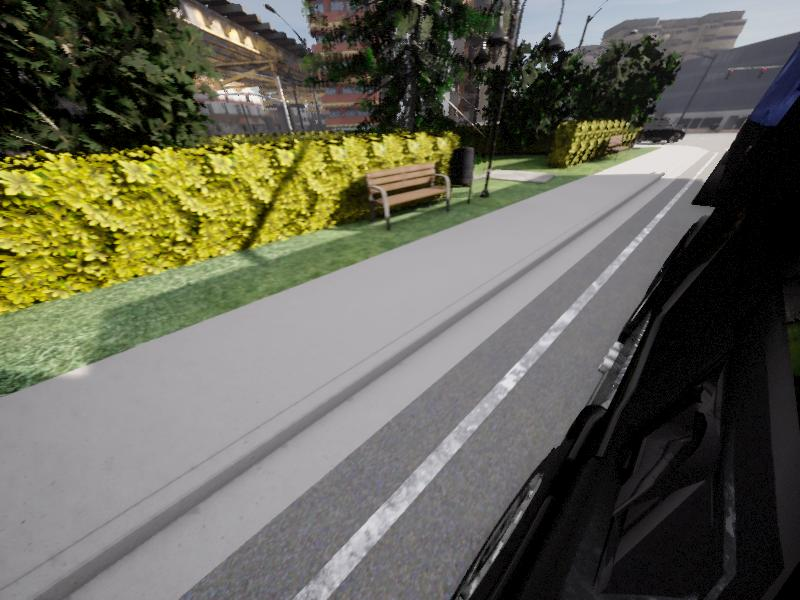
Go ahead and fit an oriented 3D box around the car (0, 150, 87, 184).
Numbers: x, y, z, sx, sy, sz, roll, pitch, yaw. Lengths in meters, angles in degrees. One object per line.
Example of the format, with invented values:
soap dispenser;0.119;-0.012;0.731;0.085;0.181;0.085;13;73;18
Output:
car;-27.430;-9.829;16.964;2.038;1.542;4.974;2;37;5

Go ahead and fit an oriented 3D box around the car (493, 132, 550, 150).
car;12.439;-16.490;23.917;4.718;1.301;1.895;2;37;6

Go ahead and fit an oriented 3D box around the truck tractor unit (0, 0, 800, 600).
truck tractor unit;2.645;-0.295;0.351;6.516;4.208;3.053;-28;44;-30

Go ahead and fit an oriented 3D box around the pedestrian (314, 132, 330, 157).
pedestrian;-7.245;-14.560;21.640;0.751;1.860;0.751;8;38;14

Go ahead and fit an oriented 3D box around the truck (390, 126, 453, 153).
truck;2.279;-17.160;24.688;6.274;2.098;2.390;2;37;6

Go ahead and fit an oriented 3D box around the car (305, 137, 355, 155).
car;-7.707;-17.242;25.855;4.792;1.488;2.163;2;37;6

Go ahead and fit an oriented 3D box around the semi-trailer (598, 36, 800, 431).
semi-trailer;8.663;-3.613;4.286;14.254;4.402;2.717;-28;44;-30

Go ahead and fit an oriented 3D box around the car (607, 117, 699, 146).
car;24.425;-16.444;22.594;5.566;2.045;2.150;1;37;4
